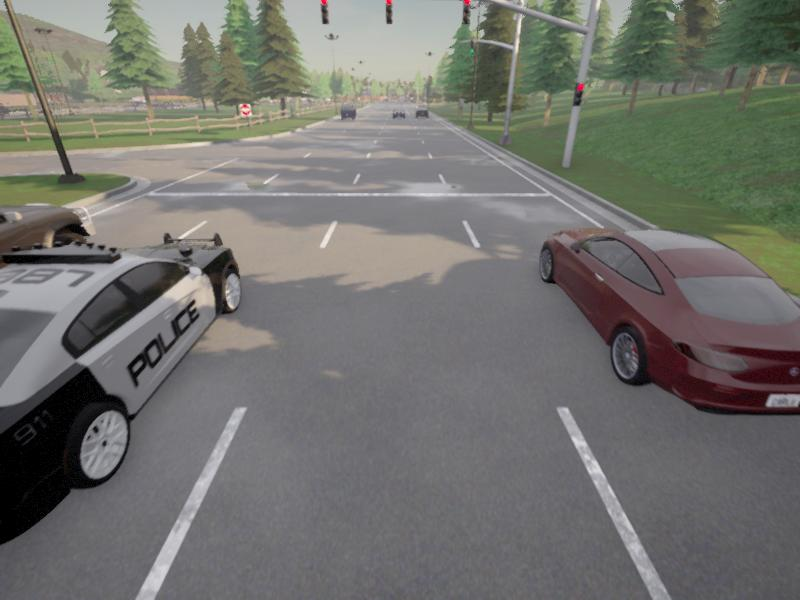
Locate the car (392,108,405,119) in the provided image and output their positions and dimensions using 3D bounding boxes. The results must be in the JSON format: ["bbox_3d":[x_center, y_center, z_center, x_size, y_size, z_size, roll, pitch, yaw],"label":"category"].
[{"bbox_3d":[-0.164,-28.535,61.101,1.895,1.301,4.718,0,27,0],"label":"car"}]

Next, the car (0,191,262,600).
[{"bbox_3d":[-3.485,0.124,4.626,1.930,1.638,5.238,0,27,0],"label":"car"}]

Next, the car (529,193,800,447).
[{"bbox_3d":[3.513,-0.275,5.637,1.812,1.442,4.674,0,27,0],"label":"car"}]

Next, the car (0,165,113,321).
[{"bbox_3d":[-6.989,-0.678,5.928,1.932,1.855,4.605,0,27,0],"label":"car"}]

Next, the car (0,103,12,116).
[{"bbox_3d":[-68.206,-32.030,67.179,1.905,1.878,3.866,0,27,0],"label":"car"}]

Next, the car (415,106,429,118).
[{"bbox_3d":[3.334,-29.065,61.772,1.930,1.638,5.238,0,27,0],"label":"car"}]

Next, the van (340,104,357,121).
[{"bbox_3d":[-7.147,-26.268,55.899,1.775,1.987,4.442,0,27,0],"label":"van"}]
